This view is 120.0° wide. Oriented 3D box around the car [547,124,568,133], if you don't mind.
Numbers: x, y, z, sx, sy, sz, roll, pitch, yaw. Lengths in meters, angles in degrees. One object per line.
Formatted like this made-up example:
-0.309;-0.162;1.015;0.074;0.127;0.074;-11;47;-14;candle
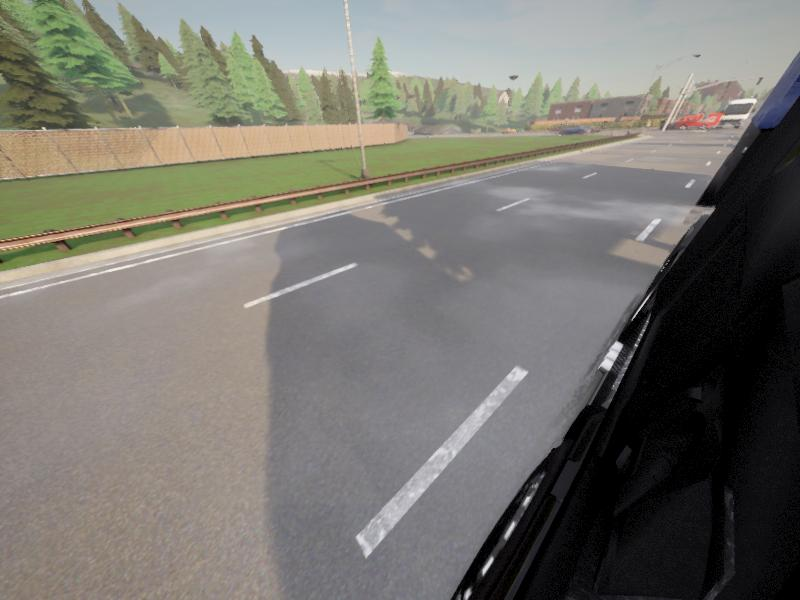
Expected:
41.582;-45.306;61.053;3.866;1.878;1.905;27;46;34;car

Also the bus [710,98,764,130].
64.005;-35.267;43.917;10.273;4.253;3.944;-28;43;-30;bus

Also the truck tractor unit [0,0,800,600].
2.645;-0.295;0.351;6.516;4.208;3.053;-28;44;-30;truck tractor unit

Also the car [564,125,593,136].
35.971;-34.348;46.745;1.851;1.617;3.988;-27;43;-30;car

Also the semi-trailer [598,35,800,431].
8.698;-3.579;4.264;14.254;4.402;2.717;-28;43;-30;semi-trailer

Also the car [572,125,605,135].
39.104;-35.404;48.082;2.163;1.488;4.792;-27;43;-30;car

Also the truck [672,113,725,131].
54.578;-32.550;42.362;2.627;2.467;5.204;-27;44;-30;truck

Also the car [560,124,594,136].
33.864;-32.613;44.360;2.097;1.767;4.553;-27;43;-30;car

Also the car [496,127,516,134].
33.353;-53.210;72.615;1.801;1.575;5.366;-25;42;-27;car
